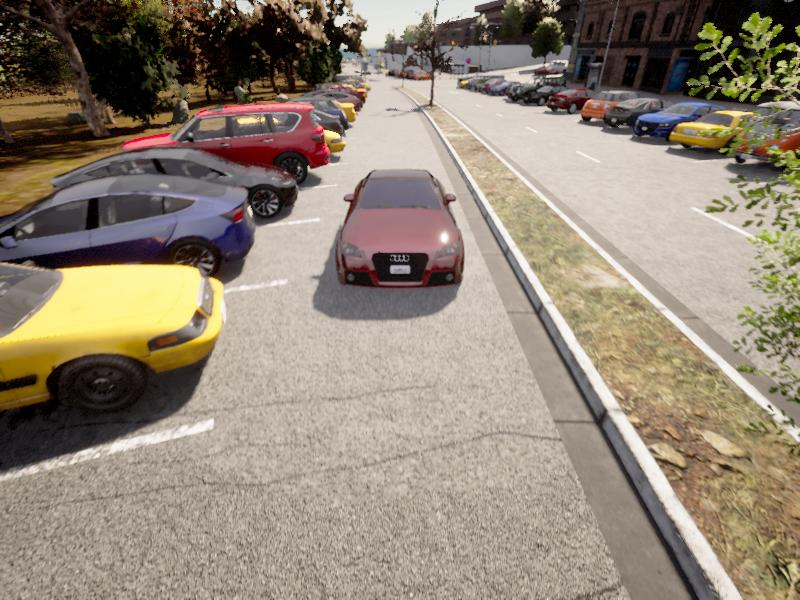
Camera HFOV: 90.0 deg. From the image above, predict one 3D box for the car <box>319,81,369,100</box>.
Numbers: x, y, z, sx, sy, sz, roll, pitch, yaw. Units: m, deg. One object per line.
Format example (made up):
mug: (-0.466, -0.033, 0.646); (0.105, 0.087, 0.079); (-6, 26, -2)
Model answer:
car: (-5.865, -22.113, 42.180); (4.674, 1.452, 2.002); (-13, 33, -20)

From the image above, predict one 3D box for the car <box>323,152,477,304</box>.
car: (0.001, -1.601, 7.334); (1.994, 1.385, 4.181); (0, 30, 0)

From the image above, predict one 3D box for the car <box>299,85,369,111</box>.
car: (-5.249, -16.158, 31.959); (5.008, 1.535, 2.097); (-12, 33, -18)

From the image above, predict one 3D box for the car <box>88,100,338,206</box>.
car: (-4.851, -4.353, 11.369); (5.566, 2.045, 2.435); (-11, 32, -17)

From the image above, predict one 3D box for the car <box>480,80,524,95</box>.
car: (12.057, -25.166, 47.281); (4.674, 1.452, 2.002); (-12, 33, -21)

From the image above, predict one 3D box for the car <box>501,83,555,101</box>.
car: (12.621, -20.581, 39.485); (4.674, 1.452, 2.002); (-12, 32, -20)

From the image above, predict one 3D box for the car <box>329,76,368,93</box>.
car: (-6.734, -28.244, 52.292); (4.553, 1.767, 2.185); (-14, 33, -21)

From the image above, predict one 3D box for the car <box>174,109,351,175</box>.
car: (-4.660, -5.688, 14.126); (5.366, 1.575, 1.946); (-11, 32, -17)

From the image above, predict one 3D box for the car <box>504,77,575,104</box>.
car: (12.756, -19.293, 36.720); (5.566, 2.045, 2.435); (-12, 33, -20)

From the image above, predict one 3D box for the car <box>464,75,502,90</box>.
car: (11.368, -29.893, 54.992); (4.553, 1.767, 2.185); (-13, 33, -22)

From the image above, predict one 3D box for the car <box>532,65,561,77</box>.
car: (25.593, -40.089, 70.056); (2.002, 1.452, 4.674); (-22, 37, -23)

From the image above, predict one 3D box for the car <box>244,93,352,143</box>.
car: (-4.853, -8.770, 19.133); (4.553, 1.767, 2.185); (-11, 32, -17)

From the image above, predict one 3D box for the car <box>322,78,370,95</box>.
car: (-6.683, -26.596, 49.734); (5.366, 1.575, 1.946); (-14, 33, -20)

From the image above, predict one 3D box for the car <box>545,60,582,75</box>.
car: (28.539, -40.851, 70.208); (2.435, 2.045, 5.566); (-22, 37, -23)

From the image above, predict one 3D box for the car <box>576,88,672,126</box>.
car: (13.241, -11.536, 23.782); (4.553, 1.767, 2.185); (-11, 32, -19)

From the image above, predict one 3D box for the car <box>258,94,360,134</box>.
car: (-4.915, -10.158, 21.745); (5.008, 1.535, 2.097); (-12, 32, -17)

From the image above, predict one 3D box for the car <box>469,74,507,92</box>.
car: (11.496, -28.423, 52.292); (4.442, 1.987, 1.878); (-13, 33, -22)

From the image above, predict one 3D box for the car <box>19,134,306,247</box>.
car: (-4.794, -2.618, 8.968); (4.792, 1.488, 2.163); (-11, 32, -17)

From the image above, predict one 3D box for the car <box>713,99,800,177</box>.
car: (13.269, -5.486, 13.293); (4.442, 1.987, 1.878); (-10, 32, -18)

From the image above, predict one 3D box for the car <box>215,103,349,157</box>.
car: (-4.845, -7.152, 16.630); (4.892, 1.521, 2.231); (-11, 32, -17)

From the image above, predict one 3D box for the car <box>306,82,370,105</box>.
car: (-5.698, -19.116, 36.997); (5.366, 1.575, 1.946); (-13, 33, -19)

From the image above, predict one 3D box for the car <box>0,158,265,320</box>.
car: (-4.846, -1.096, 6.379); (4.792, 1.488, 2.163); (-11, 32, -17)

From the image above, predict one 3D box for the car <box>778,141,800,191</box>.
car: (13.406, -3.766, 10.875); (4.792, 1.488, 2.163); (-10, 32, -18)

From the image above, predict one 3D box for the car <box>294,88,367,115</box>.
car: (-5.119, -14.642, 29.437); (4.792, 1.488, 2.163); (-12, 32, -18)

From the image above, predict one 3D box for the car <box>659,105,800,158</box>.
car: (13.536, -6.875, 16.104); (5.366, 1.575, 1.946); (-10, 32, -18)

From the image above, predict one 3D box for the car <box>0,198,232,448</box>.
car: (-4.645, 0.341, 3.864); (5.366, 1.575, 1.946); (-11, 32, -17)

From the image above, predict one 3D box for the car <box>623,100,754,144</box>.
car: (13.353, -8.367, 18.641); (5.008, 1.535, 2.097); (-10, 33, -18)

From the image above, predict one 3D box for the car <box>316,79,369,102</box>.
car: (-5.662, -20.765, 39.556); (4.553, 1.767, 2.185); (-13, 33, -19)

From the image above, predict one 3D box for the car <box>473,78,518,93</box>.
car: (11.846, -26.726, 49.857); (4.892, 1.521, 2.231); (-13, 33, -21)

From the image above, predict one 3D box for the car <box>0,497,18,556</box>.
car: (-4.716, 1.669, 1.166); (4.442, 1.987, 1.878); (-11, 32, -17)

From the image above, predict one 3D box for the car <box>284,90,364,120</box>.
car: (-5.085, -13.125, 26.855); (4.792, 1.488, 2.163); (-12, 32, -18)

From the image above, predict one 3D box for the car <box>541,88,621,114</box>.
car: (13.118, -14.493, 29.056); (5.008, 1.535, 2.097); (-11, 32, -19)

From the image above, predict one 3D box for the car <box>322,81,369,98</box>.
car: (-6.065, -23.609, 44.728); (4.674, 1.452, 2.002); (-13, 33, -20)

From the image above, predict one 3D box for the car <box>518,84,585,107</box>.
car: (12.917, -17.553, 34.258); (5.008, 1.535, 2.097); (-11, 33, -20)

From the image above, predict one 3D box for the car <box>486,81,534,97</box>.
car: (12.270, -23.636, 44.680); (4.674, 1.452, 2.002); (-12, 33, -21)

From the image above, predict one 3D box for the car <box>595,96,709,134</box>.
car: (13.299, -9.896, 21.243); (4.892, 1.521, 2.231); (-10, 32, -18)

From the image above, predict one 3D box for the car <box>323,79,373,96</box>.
car: (-6.117, -25.185, 47.321); (5.366, 1.575, 1.946); (-14, 32, -20)

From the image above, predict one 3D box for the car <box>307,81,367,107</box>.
car: (-5.416, -17.759, 34.441); (4.553, 1.767, 2.185); (-12, 32, -19)

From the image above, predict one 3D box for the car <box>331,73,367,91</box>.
car: (-6.930, -29.844, 54.817); (4.442, 1.987, 1.878); (-14, 33, -21)
